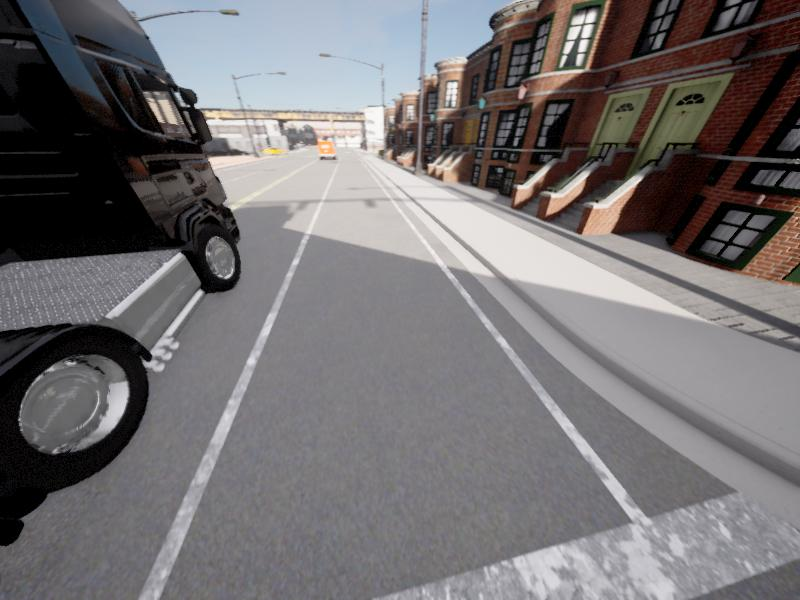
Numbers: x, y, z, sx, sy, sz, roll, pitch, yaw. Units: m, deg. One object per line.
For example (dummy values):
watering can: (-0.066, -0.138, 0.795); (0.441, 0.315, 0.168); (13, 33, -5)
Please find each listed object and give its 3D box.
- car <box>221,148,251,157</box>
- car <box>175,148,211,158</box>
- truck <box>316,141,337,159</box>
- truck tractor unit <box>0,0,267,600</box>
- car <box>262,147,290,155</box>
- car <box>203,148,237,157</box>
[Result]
car: (-34.543, -31.146, 48.725); (4.674, 1.442, 1.812); (-7, 35, -10)
car: (-42.334, -30.205, 47.353); (4.856, 1.649, 2.033); (-8, 35, -9)
truck: (-12.162, -25.085, 38.756); (2.627, 2.467, 5.204); (-6, 33, -9)
truck tractor unit: (-3.927, -0.810, 1.534); (3.053, 4.208, 6.516); (-8, 35, -12)
car: (-28.262, -33.992, 52.741); (5.008, 1.535, 1.882); (-7, 35, -10)
car: (-39.536, -32.500, 50.840); (5.357, 1.411, 2.033); (-7, 35, -10)
